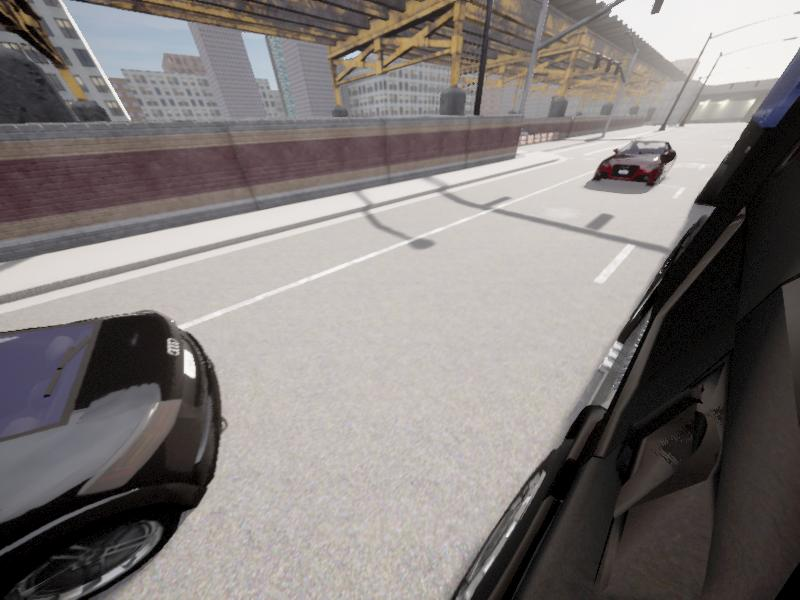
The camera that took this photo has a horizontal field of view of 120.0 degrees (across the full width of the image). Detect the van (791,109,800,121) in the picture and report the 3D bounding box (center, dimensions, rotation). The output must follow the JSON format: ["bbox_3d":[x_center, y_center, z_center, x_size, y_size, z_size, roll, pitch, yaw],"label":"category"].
[{"bbox_3d":[90.505,-41.640,51.527,5.915,2.561,1.988,-29,44,-31],"label":"van"}]

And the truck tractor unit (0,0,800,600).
[{"bbox_3d":[2.645,-0.295,0.352,6.516,4.208,3.053,-28,44,-30],"label":"truck tractor unit"}]

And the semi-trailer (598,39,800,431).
[{"bbox_3d":[8.675,-3.616,4.256,14.254,4.402,2.717,-28,44,-30],"label":"semi-trailer"}]

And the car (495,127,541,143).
[{"bbox_3d":[15.664,-22.078,30.834,4.974,1.542,2.038,-9,37,-8],"label":"car"}]

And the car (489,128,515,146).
[{"bbox_3d":[12.075,-19.535,27.659,2.038,1.542,4.974,6,38,12],"label":"car"}]

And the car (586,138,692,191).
[{"bbox_3d":[10.001,-5.822,9.664,4.181,1.385,1.994,-28,44,-30],"label":"car"}]

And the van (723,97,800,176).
[{"bbox_3d":[17.802,-7.740,10.768,5.915,2.561,1.988,-28,44,-30],"label":"van"}]

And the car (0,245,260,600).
[{"bbox_3d":[-3.338,1.327,0.938,4.181,1.385,1.994,-28,44,-30],"label":"car"}]
